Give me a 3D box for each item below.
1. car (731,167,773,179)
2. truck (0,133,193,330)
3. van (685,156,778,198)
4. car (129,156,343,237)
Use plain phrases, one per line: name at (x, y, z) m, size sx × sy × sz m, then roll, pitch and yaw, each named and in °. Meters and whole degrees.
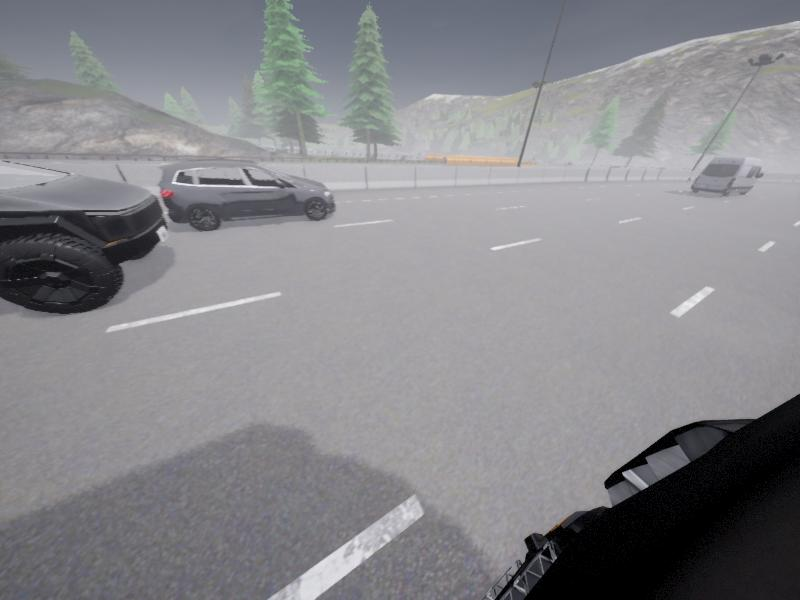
car at (67.012, -24.229, 44.051) m, size 5.366 × 1.575 × 1.801 m, roll -3°, pitch 34°, yaw -9°
truck at (-6.956, -0.724, 2.628) m, size 6.274 × 2.098 × 2.390 m, roll -16°, pitch 38°, yaw -25°
van at (25.934, -9.648, 18.126) m, size 5.915 × 2.561 × 1.988 m, roll -12°, pitch 36°, yaw -22°
car at (-4.501, -3.449, 7.301) m, size 4.611 × 1.667 × 2.242 m, roll -16°, pitch 38°, yaw -25°
